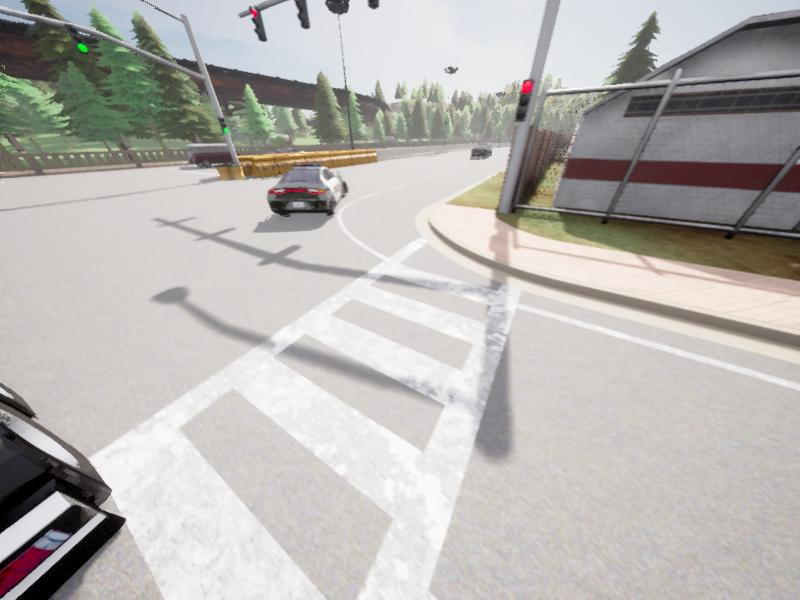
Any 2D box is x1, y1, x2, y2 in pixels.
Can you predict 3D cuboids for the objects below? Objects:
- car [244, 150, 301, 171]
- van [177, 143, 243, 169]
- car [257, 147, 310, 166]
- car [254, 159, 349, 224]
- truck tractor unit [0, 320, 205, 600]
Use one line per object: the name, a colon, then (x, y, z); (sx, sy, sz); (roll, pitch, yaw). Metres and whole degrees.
car: (-11.950, -13.346, 22.013); (1.994, 1.385, 4.181); (18, 39, 25)
van: (-18.990, -14.608, 23.364); (1.775, 1.987, 4.442); (18, 39, 25)
car: (-13.023, -16.322, 26.156); (2.128, 1.511, 4.902); (18, 39, 25)
car: (-3.418, -4.589, 9.245); (2.038, 1.542, 4.974); (-2, 35, -4)
truck tractor unit: (-5.215, -0.180, 0.615); (6.516, 4.208, 3.053); (14, 38, 19)
